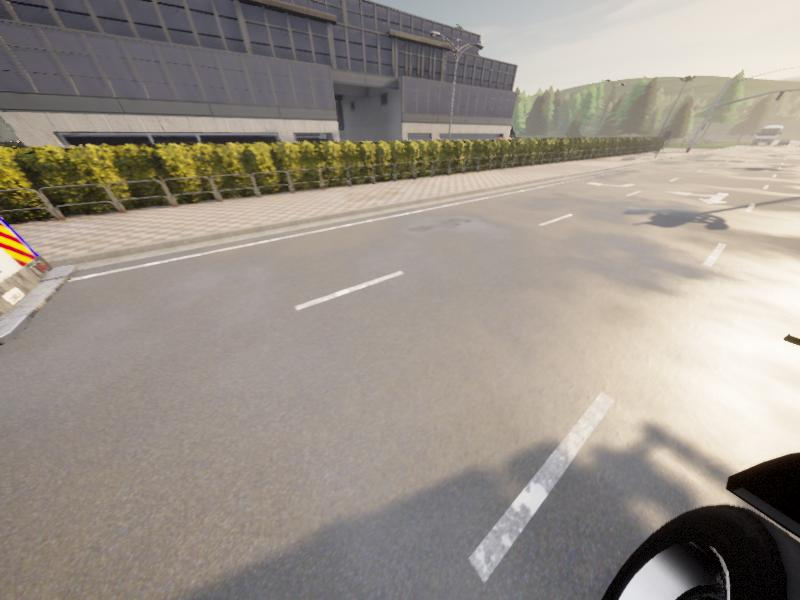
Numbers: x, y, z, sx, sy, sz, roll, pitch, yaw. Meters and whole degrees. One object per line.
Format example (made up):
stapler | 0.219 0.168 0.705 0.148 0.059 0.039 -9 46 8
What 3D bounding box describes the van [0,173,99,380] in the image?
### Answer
van | -7.630 0.333 1.388 6.366 2.431 2.351 -22 41 -28
